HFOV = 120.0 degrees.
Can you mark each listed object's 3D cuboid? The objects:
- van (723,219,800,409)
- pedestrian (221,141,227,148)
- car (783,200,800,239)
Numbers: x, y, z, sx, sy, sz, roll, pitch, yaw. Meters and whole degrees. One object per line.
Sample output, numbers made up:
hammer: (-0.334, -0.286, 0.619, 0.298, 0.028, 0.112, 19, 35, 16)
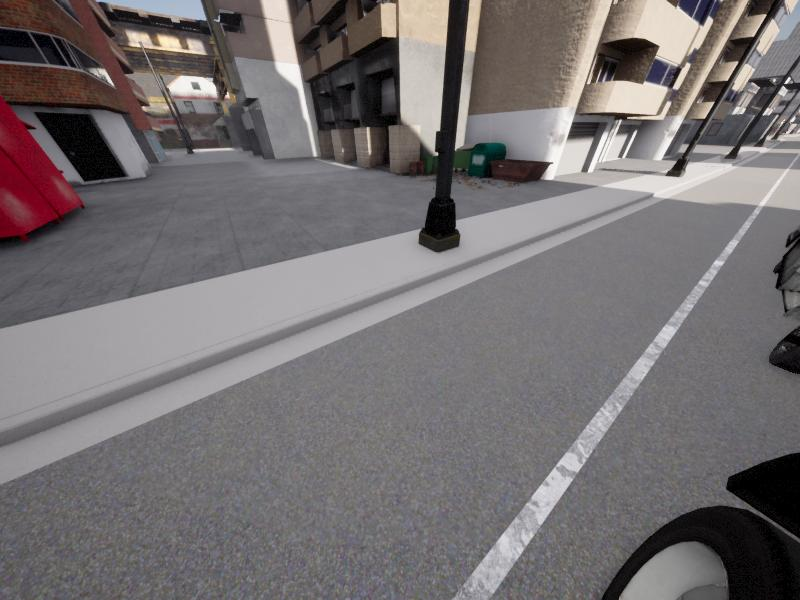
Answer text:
van: (7.035, -0.624, 2.654, 6.366, 2.431, 2.351, -22, 40, -27)
pedestrian: (-36.532, -32.263, 47.956, 0.500, 1.100, 0.500, -22, 41, -27)
car: (13.144, -2.683, 6.323, 4.902, 1.511, 2.128, -22, 40, -27)
